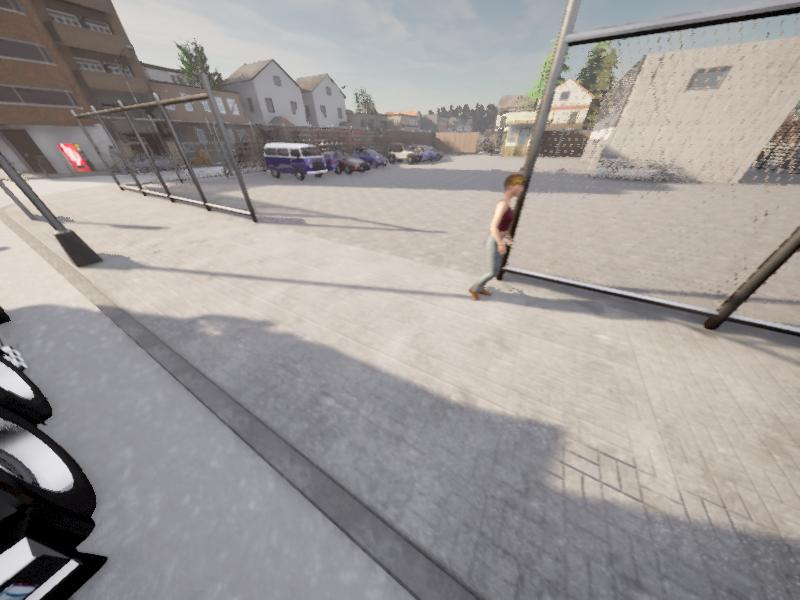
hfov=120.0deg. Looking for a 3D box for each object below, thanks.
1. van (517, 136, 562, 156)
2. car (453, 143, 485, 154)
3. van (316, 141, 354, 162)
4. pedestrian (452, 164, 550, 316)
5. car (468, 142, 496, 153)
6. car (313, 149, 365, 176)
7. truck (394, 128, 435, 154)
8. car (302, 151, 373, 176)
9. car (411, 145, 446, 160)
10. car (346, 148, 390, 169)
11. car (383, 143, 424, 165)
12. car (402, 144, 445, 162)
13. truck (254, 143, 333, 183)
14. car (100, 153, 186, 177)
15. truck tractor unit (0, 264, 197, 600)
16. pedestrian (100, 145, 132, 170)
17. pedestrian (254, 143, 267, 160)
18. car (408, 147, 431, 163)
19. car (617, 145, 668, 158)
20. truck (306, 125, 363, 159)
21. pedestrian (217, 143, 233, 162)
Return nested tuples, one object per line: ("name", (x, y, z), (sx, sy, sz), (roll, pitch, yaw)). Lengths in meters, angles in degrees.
("van", (23.171, -25.734, 38.529), (5.915, 2.561, 1.988), (18, 39, 24))
("car", (13.050, -28.703, 43.708), (5.366, 1.575, 1.801), (18, 39, 24))
("van", (-8.405, -19.658, 30.497), (2.069, 2.038, 4.480), (18, 39, 24))
("pedestrian", (1.360, -0.826, 3.319), (0.751, 1.860, 0.751), (20, 40, 26))
("car", (16.331, -30.263, 45.843), (4.611, 1.667, 2.242), (18, 39, 24))
("car", (-4.713, -11.085, 18.463), (1.789, 1.547, 3.705), (18, 39, 24))
("truck", (2.909, -30.685, 44.674), (2.891, 3.827, 8.468), (27, 43, 34))
("car", (-4.965, -10.959, 18.409), (5.357, 1.415, 2.033), (18, 39, 24))
("car", (3.707, -19.568, 30.597), (4.193, 1.474, 1.816), (18, 39, 24))
("car", (-2.979, -13.449, 21.861), (3.633, 1.501, 1.845), (18, 39, 24))
("car", (0.387, -15.868, 25.008), (3.866, 1.878, 1.905), (18, 39, 24))
("car", (2.756, -17.840, 28.005), (4.611, 1.667, 2.242), (18, 39, 24))
("truck", (-7.093, -9.294, 15.491), (4.478, 2.038, 2.069), (18, 39, 24))
("car", (-21.095, -11.305, 19.189), (1.994, 1.385, 4.181), (17, 38, 23))
("truck tractor unit", (-5.114, -0.297, 0.786), (6.516, 4.208, 3.053), (18, 39, 24))
("pedestrian", (-25.379, -12.788, 20.681), (0.751, 1.860, 0.751), (6, 35, 8))
("pedestrian", (-17.753, -18.934, 29.458), (0.751, 1.860, 0.751), (-23, 41, -29))
("car", (2.218, -16.525, 26.303), (2.207, 1.379, 1.481), (18, 39, 24))
("car", (34.783, -21.486, 33.302), (4.674, 1.442, 1.812), (18, 39, 24))
("truck", (-9.499, -23.887, 35.009), (2.891, 3.827, 8.468), (18, 39, 24))
("pedestrian", (-20.547, -17.280, 27.106), (0.751, 1.860, 0.751), (-29, 44, -34))
